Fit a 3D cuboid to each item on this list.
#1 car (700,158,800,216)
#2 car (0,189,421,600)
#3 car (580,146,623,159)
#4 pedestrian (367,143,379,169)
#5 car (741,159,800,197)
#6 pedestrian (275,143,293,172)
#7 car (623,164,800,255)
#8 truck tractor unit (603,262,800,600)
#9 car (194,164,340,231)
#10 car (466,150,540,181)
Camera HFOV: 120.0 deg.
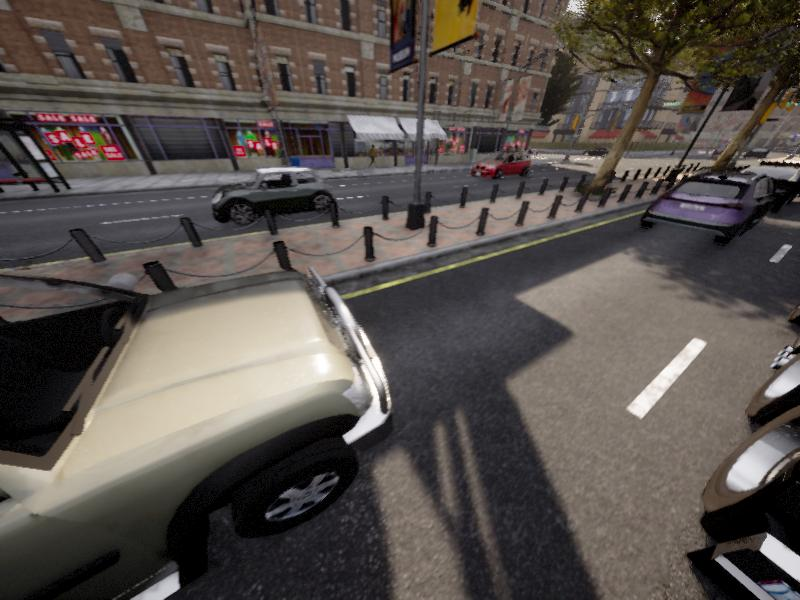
[{"bbox_3d":[15.785,-5.023,9.964,5.238,1.638,1.930,-18,39,-24],"label":"car"},{"bbox_3d":[-2.390,0.799,1.201,4.605,1.855,1.932,-18,39,-24],"label":"car"},{"bbox_3d":[33.247,-24.545,38.365,1.837,1.490,4.892,-16,38,-23],"label":"car"},{"bbox_3d":[-2.314,-12.378,19.868,0.751,1.860,0.751,-16,38,-22],"label":"pedestrian"},{"bbox_3d":[21.691,-6.875,12.833,3.806,1.475,1.970,-16,38,-22],"label":"car"},{"bbox_3d":[-8.879,-10.955,17.755,0.751,1.860,0.751,-16,38,-22],"label":"pedestrian"},{"bbox_3d":[9.539,-2.984,6.978,4.856,1.649,2.033,-18,39,-25],"label":"car"},{"bbox_3d":[5.107,-0.303,0.796,6.516,4.208,3.053,-18,39,-24],"label":"truck tractor unit"},{"bbox_3d":[-4.388,-3.748,8.072,3.806,1.475,1.970,-19,39,-26],"label":"car"},{"bbox_3d":[7.493,-9.918,16.901,4.611,1.667,2.242,-18,39,-24],"label":"car"}]
